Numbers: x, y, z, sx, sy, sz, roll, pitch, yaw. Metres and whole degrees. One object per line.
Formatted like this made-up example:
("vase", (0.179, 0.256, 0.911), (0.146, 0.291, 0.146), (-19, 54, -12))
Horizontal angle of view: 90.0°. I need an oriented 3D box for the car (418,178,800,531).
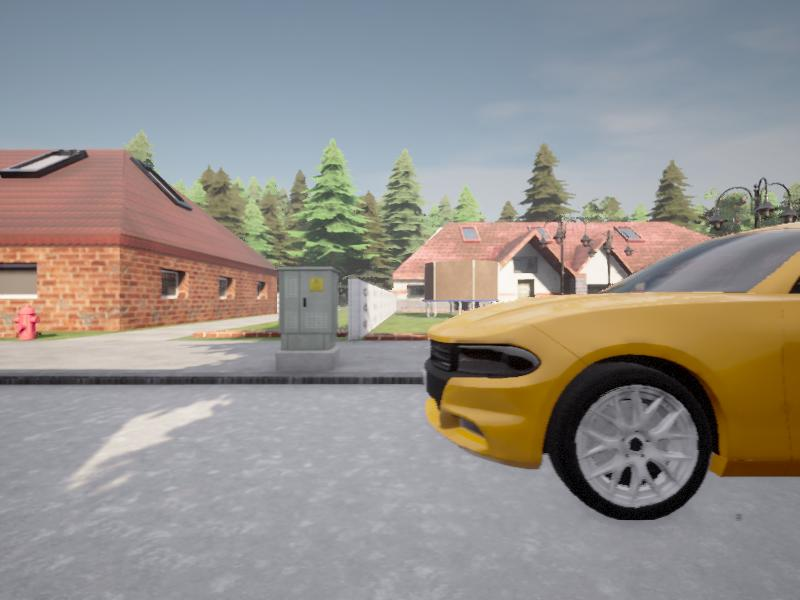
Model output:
("car", (2.672, 0.221, 2.694), (5.008, 1.535, 1.882), (-1, 0, 0))
